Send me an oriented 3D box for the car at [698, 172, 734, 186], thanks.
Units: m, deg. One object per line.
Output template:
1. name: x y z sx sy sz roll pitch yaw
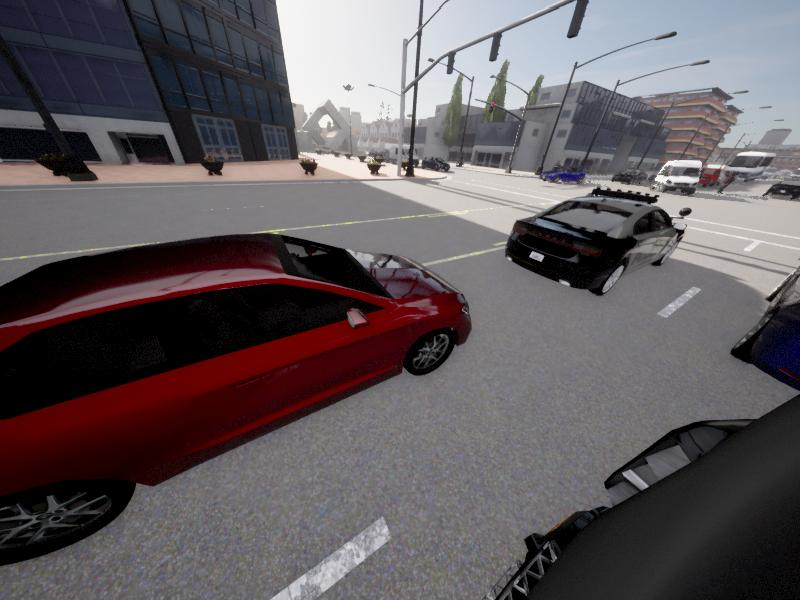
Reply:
1. car: 45.350 -17.416 33.142 4.674 1.442 1.812 -16 38 -26

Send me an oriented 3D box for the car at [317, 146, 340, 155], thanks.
1. car: -16.756 -34.985 54.068 4.974 1.542 2.038 -5 34 -14

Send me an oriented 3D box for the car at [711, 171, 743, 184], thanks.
1. car: 50.678 -19.009 35.833 4.193 1.474 1.816 -17 38 -26

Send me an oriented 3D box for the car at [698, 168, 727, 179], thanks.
1. car: 58.128 -23.552 42.929 5.008 1.535 1.882 -17 38 -26

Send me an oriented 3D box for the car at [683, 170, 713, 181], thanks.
1. car: 50.369 -21.139 39.075 4.181 1.385 1.994 -17 38 -26

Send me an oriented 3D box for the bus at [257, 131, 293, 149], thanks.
1. bus: -41.475 -53.379 77.229 3.944 4.253 10.273 12 34 13

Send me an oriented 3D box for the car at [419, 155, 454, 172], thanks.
1. car: 4.322 -16.610 28.134 1.816 1.474 4.193 -15 38 -26

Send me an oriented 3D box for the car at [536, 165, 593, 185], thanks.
1. car: 16.418 -12.574 23.180 4.193 1.474 1.816 -2 34 -9

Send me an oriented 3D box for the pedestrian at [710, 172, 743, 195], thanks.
1. pedestrian: 30.573 -10.949 21.683 0.751 1.860 0.751 18 36 20

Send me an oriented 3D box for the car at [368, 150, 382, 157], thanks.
1. car: -6.294 -36.850 58.096 2.033 1.411 5.357 9 34 9

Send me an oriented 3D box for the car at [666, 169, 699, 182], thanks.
1. car: 43.599 -19.177 35.610 4.892 1.490 1.837 -16 38 -26

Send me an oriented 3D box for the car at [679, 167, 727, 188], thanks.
1. car: 38.953 -15.808 29.695 5.566 2.045 2.150 -16 38 -26

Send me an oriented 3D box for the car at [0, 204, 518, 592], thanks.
1. car: -1.189 0.152 2.295 4.193 1.474 1.816 -16 38 -26

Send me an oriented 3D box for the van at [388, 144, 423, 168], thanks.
1. van: 0.624 -20.773 33.157 1.988 2.561 5.915 -15 38 -26

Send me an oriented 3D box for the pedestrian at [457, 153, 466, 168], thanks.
1. pedestrian: 9.086 -20.700 34.197 0.751 1.860 0.751 -23 42 -35

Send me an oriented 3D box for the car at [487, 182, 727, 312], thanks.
1. car: 4.752 -1.608 5.289 5.238 1.638 1.930 -16 38 -26

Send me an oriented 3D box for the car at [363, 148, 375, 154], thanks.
1. car: -12.077 -58.109 89.973 4.514 1.525 2.007 18 36 21

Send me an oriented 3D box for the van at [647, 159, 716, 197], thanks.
1. van: 24.877 -11.095 20.782 1.988 2.561 5.915 23 37 28

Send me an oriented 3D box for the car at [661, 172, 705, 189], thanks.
1. car: 32.360 -13.698 26.437 4.674 1.442 1.812 -16 38 -26

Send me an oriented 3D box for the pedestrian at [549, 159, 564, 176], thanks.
1. pedestrian: 19.722 -16.682 29.110 0.751 1.860 0.751 -26 43 -37

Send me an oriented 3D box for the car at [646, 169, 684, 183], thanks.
1. car: 36.855 -17.239 32.155 5.008 1.535 1.882 -15 38 -27

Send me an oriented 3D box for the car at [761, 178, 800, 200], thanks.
1. car: 38.303 -10.986 22.783 5.008 1.535 1.882 -15 38 -26

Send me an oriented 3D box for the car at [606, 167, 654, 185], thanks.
1. car: 26.834 -14.474 26.933 5.238 1.638 1.930 -16 38 -26

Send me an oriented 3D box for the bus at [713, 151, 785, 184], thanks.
1. bus: 59.317 -22.682 39.265 10.273 4.253 3.944 -17 39 -25

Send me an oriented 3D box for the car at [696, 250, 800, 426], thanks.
1. car: 6.340 0.234 2.775 4.792 1.488 2.163 -16 38 -26

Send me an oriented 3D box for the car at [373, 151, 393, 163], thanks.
1. car: -2.803 -23.662 38.152 1.845 1.501 3.633 -16 38 -27
